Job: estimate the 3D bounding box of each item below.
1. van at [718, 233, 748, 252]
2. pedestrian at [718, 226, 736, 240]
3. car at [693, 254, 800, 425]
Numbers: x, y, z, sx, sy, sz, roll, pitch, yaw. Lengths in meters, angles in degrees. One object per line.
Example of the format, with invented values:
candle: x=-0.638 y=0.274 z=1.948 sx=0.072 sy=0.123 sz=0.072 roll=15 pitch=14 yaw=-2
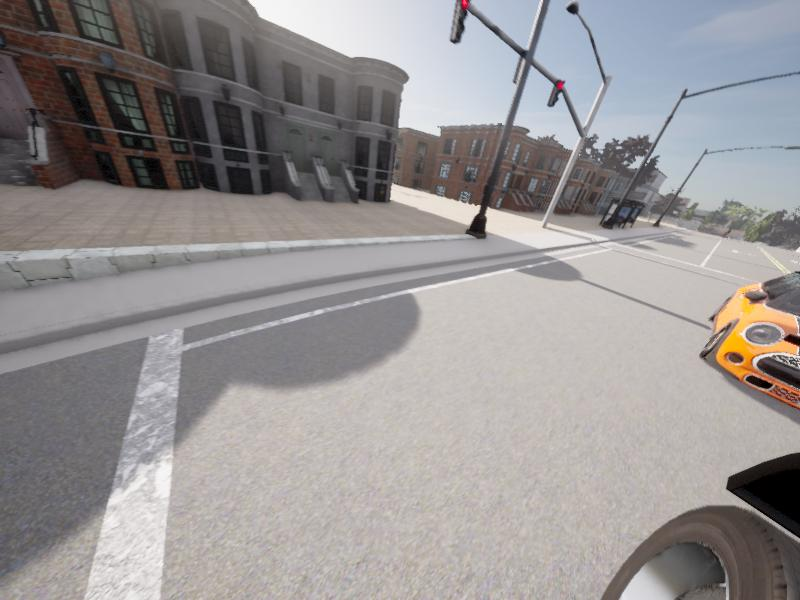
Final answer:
van: x=73.436 y=-12.641 z=51.055 sx=6.366 sy=2.431 sz=2.351 roll=-1 pitch=29 yaw=-40
pedestrian: x=50.084 y=-10.242 z=35.355 sx=0.751 sy=1.860 sz=0.751 roll=-10 pitch=35 yaw=-30
car: x=7.589 y=0.565 z=4.104 sx=4.553 sy=1.767 sz=2.097 roll=-13 pitch=36 yaw=-34
